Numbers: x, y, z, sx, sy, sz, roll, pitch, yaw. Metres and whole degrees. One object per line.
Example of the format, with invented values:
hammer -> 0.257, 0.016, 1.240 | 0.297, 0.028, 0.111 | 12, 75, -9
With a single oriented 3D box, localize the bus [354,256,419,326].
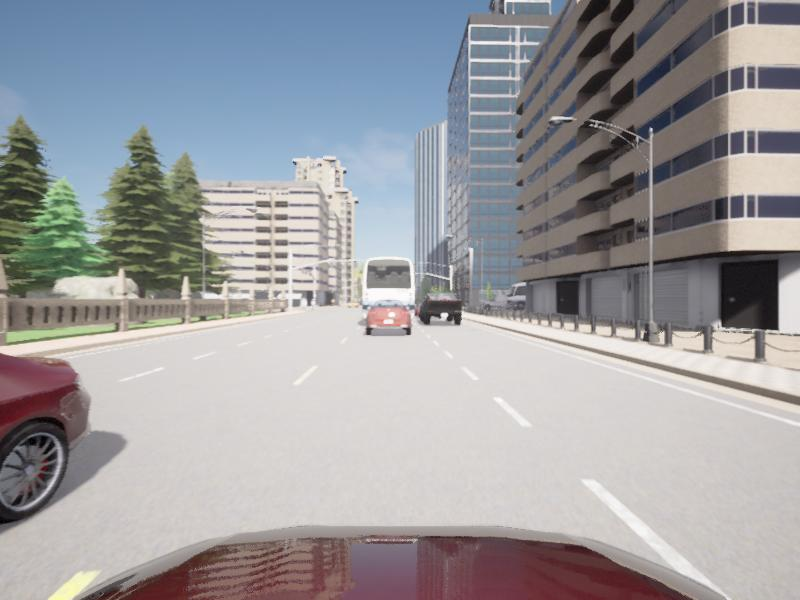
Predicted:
bus -> -0.953, -0.528, 29.308 | 3.944, 4.253, 10.273 | 0, 0, -2

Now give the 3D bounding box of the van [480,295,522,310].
van -> 16.500, 0.361, 65.615 | 6.366, 2.431, 2.351 | 0, 0, -1

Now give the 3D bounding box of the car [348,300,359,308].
car -> -9.302, 0.828, 80.455 | 1.801, 1.575, 5.366 | 0, 0, -2

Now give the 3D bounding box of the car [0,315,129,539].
car -> -3.539, 0.866, 1.620 | 1.812, 1.442, 4.674 | 0, 0, -2

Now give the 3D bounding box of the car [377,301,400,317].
car -> -1.126, 0.845, 39.574 | 2.128, 1.511, 4.902 | 0, 0, -2

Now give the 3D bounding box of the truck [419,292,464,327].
truck -> 2.657, 0.553, 27.254 | 2.390, 2.098, 6.274 | 0, 0, 0

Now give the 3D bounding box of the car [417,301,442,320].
car -> 2.510, 0.867, 34.836 | 1.816, 1.474, 4.193 | 0, 0, -2

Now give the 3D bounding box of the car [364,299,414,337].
car -> -0.570, 0.785, 19.911 | 2.152, 1.651, 5.027 | 0, 0, -2

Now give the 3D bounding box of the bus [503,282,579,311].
bus -> 21.715, -0.543, 62.112 | 10.273, 4.253, 3.944 | 0, 0, -1
